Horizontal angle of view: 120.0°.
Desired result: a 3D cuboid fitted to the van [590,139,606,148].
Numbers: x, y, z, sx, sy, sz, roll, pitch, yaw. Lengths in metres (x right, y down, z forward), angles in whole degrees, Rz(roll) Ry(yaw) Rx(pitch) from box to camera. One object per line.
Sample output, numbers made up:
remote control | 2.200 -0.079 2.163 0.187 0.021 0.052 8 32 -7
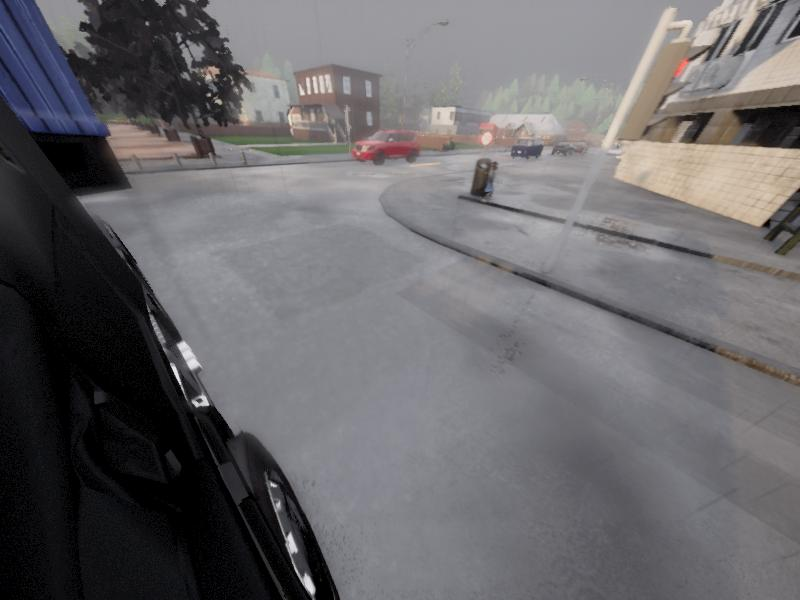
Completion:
van | 51.262 -40.435 59.656 4.442 1.987 1.775 -29 47 -36

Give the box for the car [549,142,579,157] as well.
car | 22.852 -20.962 32.061 4.892 1.490 1.837 -29 47 -36

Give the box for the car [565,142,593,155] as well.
car | 28.553 -24.151 36.728 4.792 1.488 2.163 -29 47 -36

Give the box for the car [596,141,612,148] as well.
car | 57.152 -43.511 64.658 5.357 1.411 2.033 -29 47 -36

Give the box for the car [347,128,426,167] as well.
car | -0.828 -11.267 17.030 5.566 2.045 2.150 -29 47 -36

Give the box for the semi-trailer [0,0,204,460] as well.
semi-trailer | -10.086 -1.243 0.883 14.254 4.402 2.717 0 33 -4

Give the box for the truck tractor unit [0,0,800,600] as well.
truck tractor unit | -2.645 -0.295 0.351 6.516 4.208 3.053 28 44 30

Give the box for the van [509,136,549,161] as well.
van | 13.585 -15.959 24.323 4.442 1.987 1.775 -29 47 -36

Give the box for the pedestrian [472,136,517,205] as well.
pedestrian | 3.087 -4.269 7.637 0.751 1.860 0.751 24 42 26
